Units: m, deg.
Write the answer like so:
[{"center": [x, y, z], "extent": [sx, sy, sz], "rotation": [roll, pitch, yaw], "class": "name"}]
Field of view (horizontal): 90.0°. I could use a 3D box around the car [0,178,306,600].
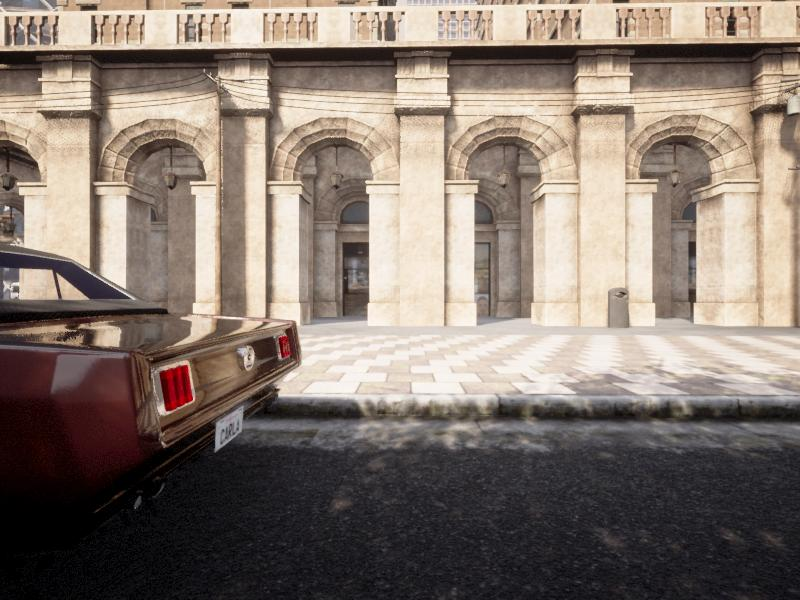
[{"center": [-3.058, 0.338, 2.008], "extent": [4.718, 1.301, 1.895], "rotation": [0, 0, 1], "class": "car"}]
